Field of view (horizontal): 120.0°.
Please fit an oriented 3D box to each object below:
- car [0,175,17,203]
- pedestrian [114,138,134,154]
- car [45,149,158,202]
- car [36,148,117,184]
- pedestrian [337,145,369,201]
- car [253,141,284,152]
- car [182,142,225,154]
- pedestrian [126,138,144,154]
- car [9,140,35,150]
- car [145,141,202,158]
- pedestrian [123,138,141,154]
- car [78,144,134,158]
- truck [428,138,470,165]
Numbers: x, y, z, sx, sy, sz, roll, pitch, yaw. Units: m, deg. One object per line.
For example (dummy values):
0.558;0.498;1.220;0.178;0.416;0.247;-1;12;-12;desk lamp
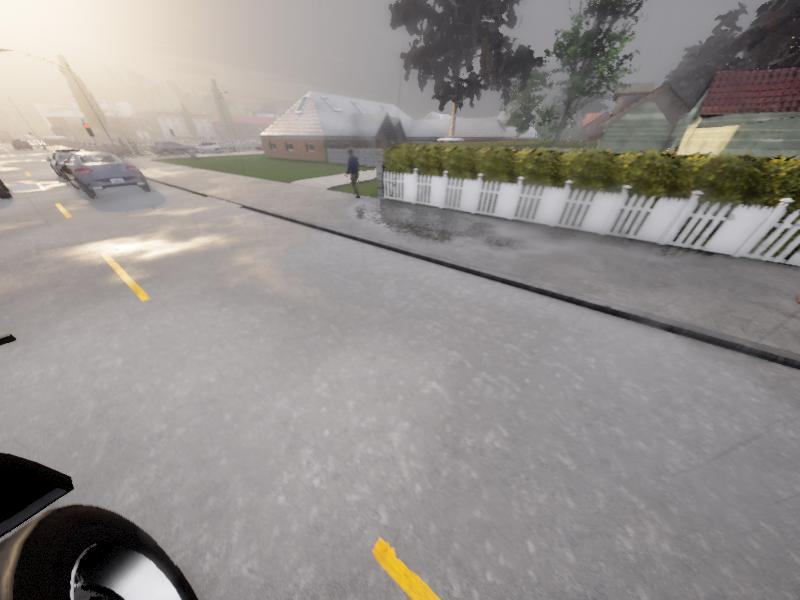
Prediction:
-18.395;-5.005;9.405;4.611;1.667;2.242;22;41;28;car
-37.516;-20.923;31.404;0.751;1.860;0.751;2;35;2;pedestrian
-14.282;-6.125;11.071;5.027;1.651;2.152;22;41;28;car
-20.425;-8.584;14.584;4.974;1.542;2.038;22;41;28;car
-1.840;-5.074;9.256;0.751;1.860;0.751;22;41;28;pedestrian
-24.593;-28.917;43.396;2.007;1.525;4.514;22;41;28;car
-30.666;-23.927;36.266;2.007;1.525;4.514;22;41;28;car
-36.614;-21.277;31.929;0.751;1.860;0.751;24;41;29;pedestrian
-69.062;-28.318;42.212;4.193;1.474;1.816;22;41;28;car
-30.248;-20.298;31.033;2.033;1.649;4.856;23;41;28;car
-37.247;-21.431;32.126;0.751;1.860;0.751;20;39;25;pedestrian
-37.159;-19.016;29.381;4.181;1.385;1.994;-30;45;-35;car
4.880;-14.819;22.868;2.069;2.038;4.478;22;41;28;truck
